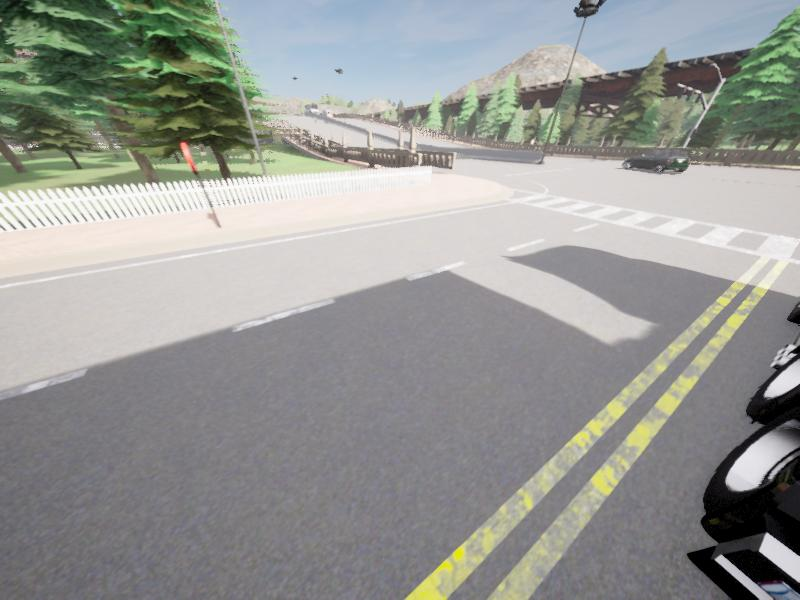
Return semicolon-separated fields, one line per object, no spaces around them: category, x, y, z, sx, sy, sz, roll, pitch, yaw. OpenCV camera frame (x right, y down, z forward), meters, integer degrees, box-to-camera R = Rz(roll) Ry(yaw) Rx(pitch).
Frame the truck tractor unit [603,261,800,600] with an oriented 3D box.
truck tractor unit;5.103;-0.309;0.791;6.516;4.208;3.053;-19;39;-24

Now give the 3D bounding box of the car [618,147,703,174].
car;22.818;-12.524;20.628;2.097;1.767;4.553;-2;35;-2
